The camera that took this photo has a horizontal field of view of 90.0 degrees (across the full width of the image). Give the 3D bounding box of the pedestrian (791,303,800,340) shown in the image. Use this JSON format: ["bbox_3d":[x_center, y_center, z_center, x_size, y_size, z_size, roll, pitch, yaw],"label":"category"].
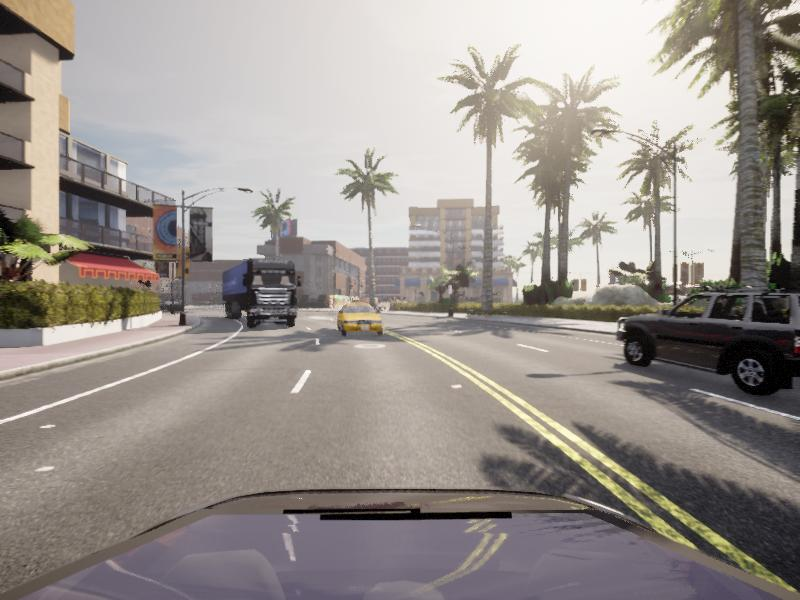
[{"bbox_3d":[14.521,0.758,14.083,0.751,1.300,0.751,0,0,-2],"label":"pedestrian"}]

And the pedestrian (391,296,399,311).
[{"bbox_3d":[-0.663,0.470,50.401,0.751,1.860,0.751,0,0,28],"label":"pedestrian"}]

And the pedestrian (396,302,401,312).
[{"bbox_3d":[-0.170,0.850,48.487,0.500,1.100,0.500,0,0,-29],"label":"pedestrian"}]

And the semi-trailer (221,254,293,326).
[{"bbox_3d":[-11.702,-0.625,31.330,2.717,4.402,14.254,0,0,-30],"label":"semi-trailer"}]

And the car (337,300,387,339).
[{"bbox_3d":[-1.958,0.796,18.973,1.801,1.575,5.366,0,0,-12],"label":"car"}]

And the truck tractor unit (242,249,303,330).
[{"bbox_3d":[-7.954,-0.525,24.381,3.053,4.208,6.516,0,0,-22],"label":"truck tractor unit"}]

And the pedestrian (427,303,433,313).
[{"bbox_3d":[3.326,0.851,44.070,0.500,1.100,0.500,0,0,-30],"label":"pedestrian"}]

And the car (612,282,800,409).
[{"bbox_3d":[6.610,0.650,8.039,1.932,1.855,4.605,0,0,-5],"label":"car"}]

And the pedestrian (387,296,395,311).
[{"bbox_3d":[-1.143,0.470,51.008,0.751,1.860,0.751,0,0,-36],"label":"pedestrian"}]
